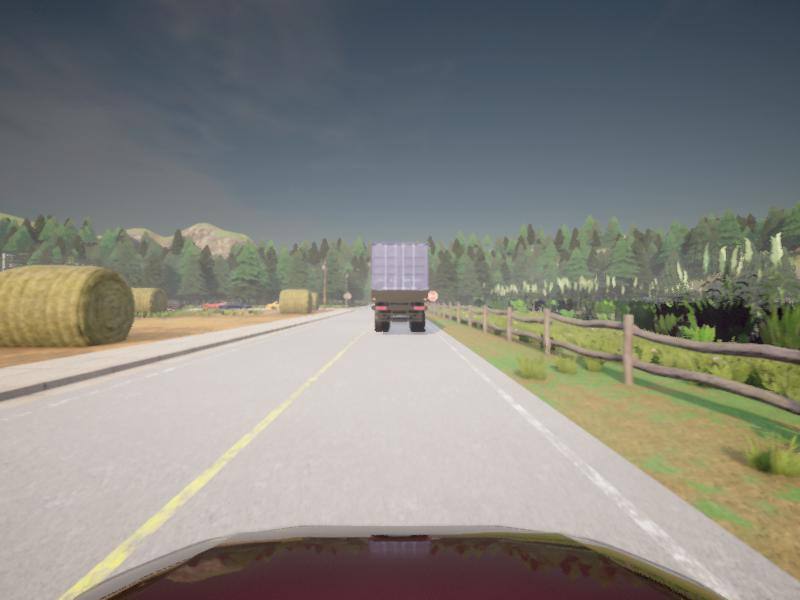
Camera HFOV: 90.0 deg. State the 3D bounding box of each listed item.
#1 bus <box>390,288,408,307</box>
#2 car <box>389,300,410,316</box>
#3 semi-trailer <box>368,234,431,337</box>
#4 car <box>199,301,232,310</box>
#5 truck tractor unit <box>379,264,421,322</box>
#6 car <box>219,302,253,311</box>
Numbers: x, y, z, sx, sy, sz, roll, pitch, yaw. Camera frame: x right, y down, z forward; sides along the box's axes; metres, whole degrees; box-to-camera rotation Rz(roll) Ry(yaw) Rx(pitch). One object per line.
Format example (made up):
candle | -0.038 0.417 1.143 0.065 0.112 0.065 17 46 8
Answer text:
bus | -0.356 -0.515 93.493 3.944 4.253 10.273 0 -1 -1
car | -0.029 0.790 42.775 2.152 1.651 5.027 0 0 0
semi-trailer | -0.012 -0.615 24.332 2.717 4.402 14.254 0 0 0
car | -30.686 0.877 66.725 4.514 1.525 2.007 0 0 -3
truck tractor unit | -0.015 -0.493 32.255 3.053 4.208 6.516 0 0 0
car | -25.958 0.992 63.454 4.718 1.301 1.895 0 0 -3
